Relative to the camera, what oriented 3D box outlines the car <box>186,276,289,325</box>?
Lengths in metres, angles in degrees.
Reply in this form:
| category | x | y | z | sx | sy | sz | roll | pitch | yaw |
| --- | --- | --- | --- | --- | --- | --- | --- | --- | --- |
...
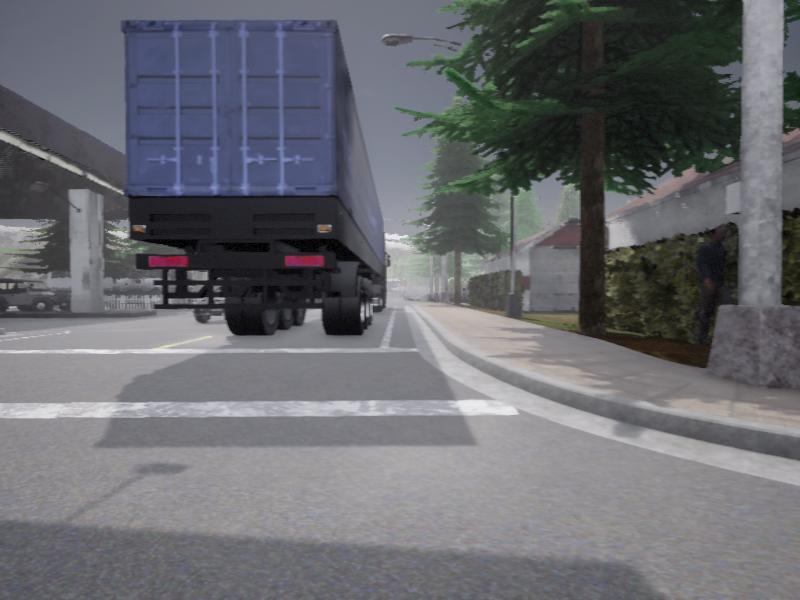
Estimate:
| category | x | y | z | sx | sy | sz | roll | pitch | yaw |
| --- | --- | --- | --- | --- | --- | --- | --- | --- | --- |
| car | -5.553 | -0.013 | 14.408 | 1.812 | 1.442 | 4.674 | -1 | 0 | 0 |

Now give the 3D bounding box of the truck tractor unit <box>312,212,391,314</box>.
| category | x | y | z | sx | sy | sz | roll | pitch | yaw |
| --- | --- | --- | --- | --- | --- | --- | --- | --- | --- |
| truck tractor unit | -2.056 | -1.597 | 19.734 | 3.053 | 4.208 | 6.516 | 0 | 1 | 0 |

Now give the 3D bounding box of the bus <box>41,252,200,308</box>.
| category | x | y | z | sx | sy | sz | roll | pitch | yaw |
| --- | --- | --- | --- | --- | --- | --- | --- | --- | --- |
| bus | -22.477 | -1.577 | 32.747 | 10.273 | 4.253 | 3.944 | 0 | 1 | 0 |

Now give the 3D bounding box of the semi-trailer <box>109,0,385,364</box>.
| category | x | y | z | sx | sy | sz | roll | pitch | yaw |
| --- | --- | --- | --- | --- | --- | --- | --- | --- | --- |
| semi-trailer | -2.040 | -1.562 | 11.821 | 2.717 | 4.402 | 14.254 | 0 | 1 | 0 |

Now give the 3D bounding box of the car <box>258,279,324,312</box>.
| category | x | y | z | sx | sy | sz | roll | pitch | yaw |
| --- | --- | --- | --- | --- | --- | --- | --- | --- | --- |
| car | -5.568 | -0.256 | 21.154 | 2.128 | 1.511 | 4.902 | 0 | 1 | 0 |

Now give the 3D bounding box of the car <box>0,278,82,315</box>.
| category | x | y | z | sx | sy | sz | roll | pitch | yaw |
| --- | --- | --- | --- | --- | --- | --- | --- | --- | --- |
| car | -19.899 | -0.204 | 21.606 | 3.866 | 1.878 | 1.905 | 0 | 1 | 0 |

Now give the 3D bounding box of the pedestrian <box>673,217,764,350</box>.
| category | x | y | z | sx | sy | sz | roll | pitch | yaw |
| --- | --- | --- | --- | --- | --- | --- | --- | --- | --- |
| pedestrian | 4.774 | -0.235 | 6.038 | 0.751 | 1.860 | 0.751 | 0 | 1 | -9 |

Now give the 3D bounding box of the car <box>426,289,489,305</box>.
| category | x | y | z | sx | sy | sz | roll | pitch | yaw |
| --- | --- | --- | --- | --- | --- | --- | --- | --- | --- |
| car | 5.105 | -0.296 | 35.908 | 5.357 | 1.411 | 2.033 | 0 | 1 | -2 |

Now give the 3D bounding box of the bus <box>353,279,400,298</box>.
| category | x | y | z | sx | sy | sz | roll | pitch | yaw |
| --- | --- | --- | --- | --- | --- | --- | --- | --- | --- |
| bus | -5.191 | -2.624 | 90.530 | 10.273 | 4.253 | 3.944 | 0 | 1 | 0 |
